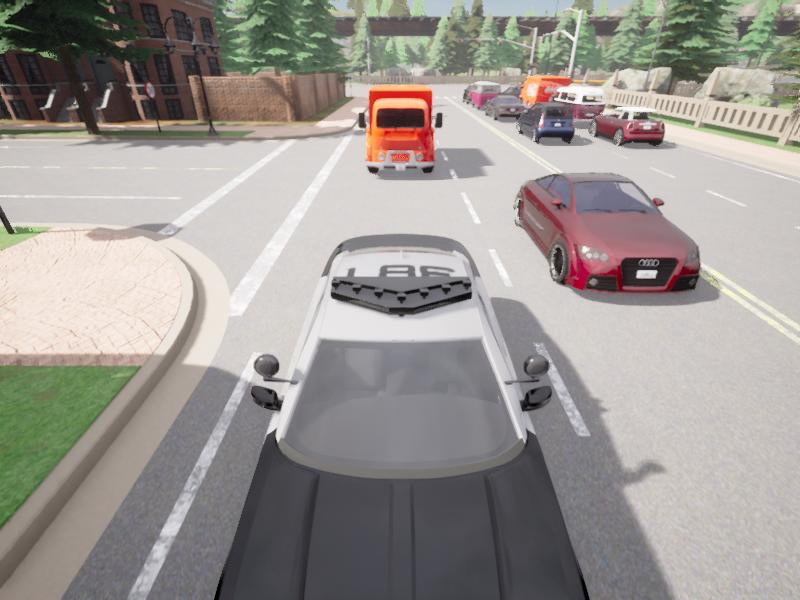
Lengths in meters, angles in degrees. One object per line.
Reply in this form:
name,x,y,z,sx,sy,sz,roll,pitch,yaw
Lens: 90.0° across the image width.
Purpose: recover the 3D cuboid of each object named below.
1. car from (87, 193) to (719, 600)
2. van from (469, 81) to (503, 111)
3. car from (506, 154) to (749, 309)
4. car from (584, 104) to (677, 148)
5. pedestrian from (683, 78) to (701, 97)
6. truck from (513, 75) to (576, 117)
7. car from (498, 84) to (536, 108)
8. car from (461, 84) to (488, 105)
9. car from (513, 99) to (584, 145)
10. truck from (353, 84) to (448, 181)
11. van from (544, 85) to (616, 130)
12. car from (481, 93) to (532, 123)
car,0.010,0.625,3.361,1.930,1.638,5.238,0,30,0
van,7.021,-16.897,33.077,1.775,1.987,4.442,0,30,0
car,3.509,-1.531,7.314,1.994,1.385,4.181,0,31,0
car,10.516,-8.178,18.629,1.970,1.475,3.806,0,30,0
pedestrian,32.425,-23.621,44.438,0.751,1.860,0.751,1,30,1
truck,10.523,-15.247,29.773,2.627,2.467,5.204,0,30,0
car,10.521,-18.660,36.466,2.033,1.649,4.856,0,30,0
car,7.023,-19.612,38.165,1.789,1.549,3.705,0,30,0
car,7.017,-8.715,19.415,1.851,1.617,3.988,0,30,0
truck,0.013,-6.026,13.934,2.627,2.467,5.204,0,30,0
van,10.518,-11.568,23.885,2.069,2.038,4.480,0,30,0
car,7.020,-13.065,27.089,2.033,1.411,5.357,0,30,0
